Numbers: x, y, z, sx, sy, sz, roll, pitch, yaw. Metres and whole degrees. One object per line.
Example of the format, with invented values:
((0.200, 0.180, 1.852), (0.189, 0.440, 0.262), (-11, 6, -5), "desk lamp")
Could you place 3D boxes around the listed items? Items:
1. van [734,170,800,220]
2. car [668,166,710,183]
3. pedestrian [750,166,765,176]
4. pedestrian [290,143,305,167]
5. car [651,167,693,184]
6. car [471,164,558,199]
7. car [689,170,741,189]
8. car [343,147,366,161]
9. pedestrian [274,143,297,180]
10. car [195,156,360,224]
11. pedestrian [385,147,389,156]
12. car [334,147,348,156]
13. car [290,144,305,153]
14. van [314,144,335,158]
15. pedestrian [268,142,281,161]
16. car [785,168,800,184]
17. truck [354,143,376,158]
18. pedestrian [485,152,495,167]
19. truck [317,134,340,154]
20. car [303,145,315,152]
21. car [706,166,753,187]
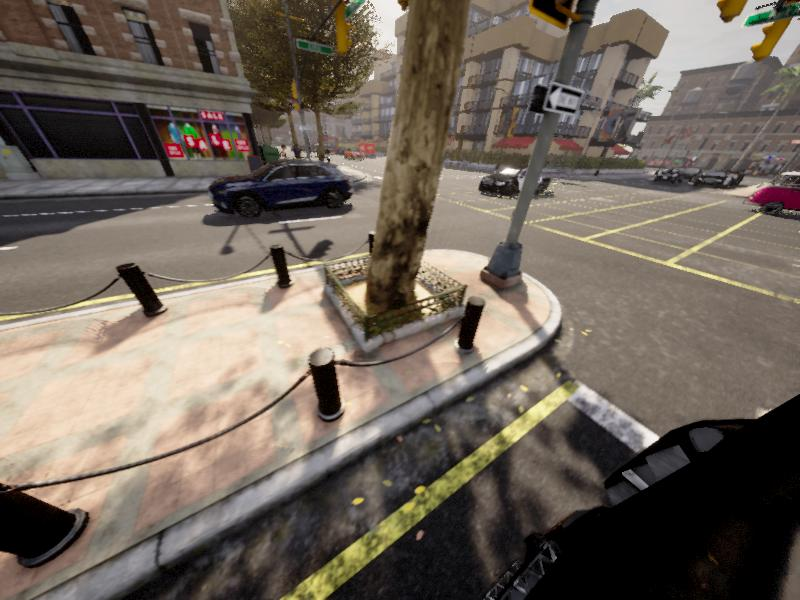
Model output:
((20.667, -4.974, 11.248), (1.775, 1.987, 4.442), (-17, 38, -27), "van")
((37.715, -16.424, 30.122), (5.238, 1.638, 1.930), (-16, 38, -26), "car")
((76.211, -27.487, 49.238), (0.751, 1.860, 0.751), (-10, 36, -19), "pedestrian")
((-9.536, -13.479, 21.526), (0.751, 1.860, 0.751), (-17, 38, -27), "pedestrian")
((31.964, -14.672, 27.188), (3.806, 1.475, 1.970), (-16, 38, -26), "car")
((7.079, -7.413, 14.286), (4.974, 1.542, 2.038), (-16, 38, -26), "car")
((33.593, -12.924, 24.630), (4.974, 1.542, 2.038), (-16, 38, -27), "car")
((-7.606, -24.439, 38.564), (2.097, 1.767, 4.553), (-17, 38, -27), "car")
((-7.054, -8.529, 14.260), (0.751, 1.860, 0.751), (-18, 39, -29), "pedestrian")
((-4.157, -4.236, 8.544), (4.856, 1.649, 2.033), (-20, 41, -31), "car")
((-3.042, -35.569, 55.308), (0.751, 1.860, 0.751), (-13, 37, -22), "pedestrian")
((-13.189, -33.442, 51.917), (1.789, 1.549, 3.705), (-17, 38, -27), "car")
((-25.493, -37.607, 57.439), (2.152, 1.651, 5.027), (-17, 38, -27), "car")
((-13.246, -26.184, 40.547), (2.069, 2.038, 4.480), (-17, 38, -27), "van")
((-14.574, -17.233, 26.794), (0.751, 1.860, 0.751), (-21, 40, -31), "pedestrian")
((63.468, -18.636, 35.078), (2.150, 2.045, 5.566), (15, 35, 17), "car")
((-7.503, -32.156, 49.589), (2.627, 2.467, 5.204), (-17, 38, -27), "truck")
((13.897, -21.751, 35.794), (0.751, 1.860, 0.751), (-19, 39, -29), "pedestrian")
((-18.039, -39.083, 57.982), (2.891, 3.827, 8.468), (-17, 38, -27), "truck")
((-24.191, -40.191, 61.284), (1.837, 1.490, 4.892), (-17, 38, -27), "car")
((38.973, -14.640, 27.315), (4.605, 1.855, 1.932), (-16, 38, -26), "car")
